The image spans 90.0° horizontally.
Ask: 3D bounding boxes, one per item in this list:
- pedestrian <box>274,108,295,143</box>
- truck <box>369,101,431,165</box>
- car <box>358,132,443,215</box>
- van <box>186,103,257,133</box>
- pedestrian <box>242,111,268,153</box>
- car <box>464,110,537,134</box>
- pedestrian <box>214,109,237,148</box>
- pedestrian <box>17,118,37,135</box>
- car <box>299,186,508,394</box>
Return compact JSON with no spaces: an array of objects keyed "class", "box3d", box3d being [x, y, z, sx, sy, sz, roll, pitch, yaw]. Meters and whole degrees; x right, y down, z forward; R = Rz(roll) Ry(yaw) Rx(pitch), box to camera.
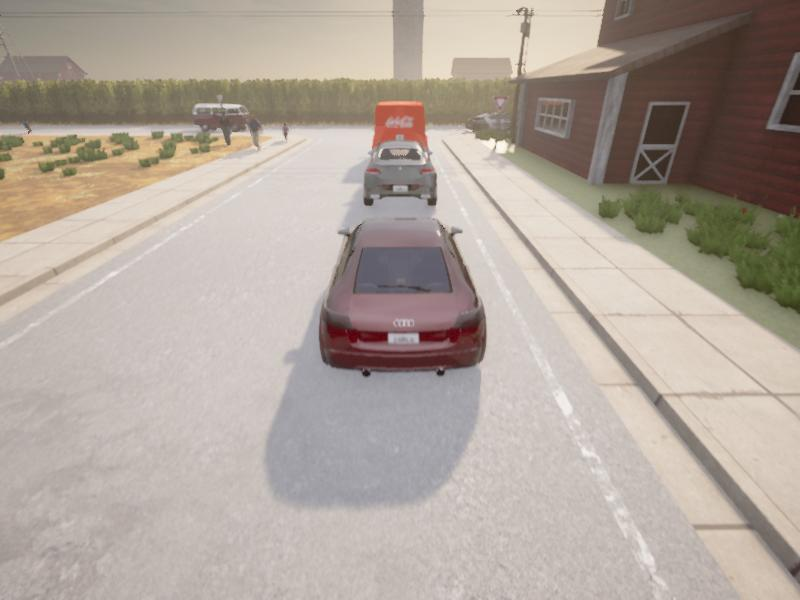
[{"class":"pedestrian","box3d":[-6.805,-10.299,23.643,0.751,1.860,0.751,1,28,2]},{"class":"truck","box3d":[0.013,-8.369,19.672,2.627,2.467,5.204,0,28,0]},{"class":"car","box3d":[0.012,-4.210,12.672,2.152,1.651,5.027,0,28,0]},{"class":"van","box3d":[-14.309,-14.745,32.369,4.480,2.038,2.069,0,28,1]},{"class":"pedestrian","box3d":[-7.271,-8.457,20.137,0.751,1.860,0.751,1,28,1]},{"class":"car","box3d":[7.782,-13.891,31.234,4.974,1.542,2.038,-5,28,-9]},{"class":"pedestrian","box3d":[-9.540,-9.387,21.913,0.751,1.860,0.751,-9,29,-16]},{"class":"pedestrian","box3d":[-26.587,-12.376,28.518,0.500,1.100,0.500,0,28,0]},{"class":"car","box3d":[0.011,-0.551,5.979,1.994,1.385,4.181,0,28,-1]}]
